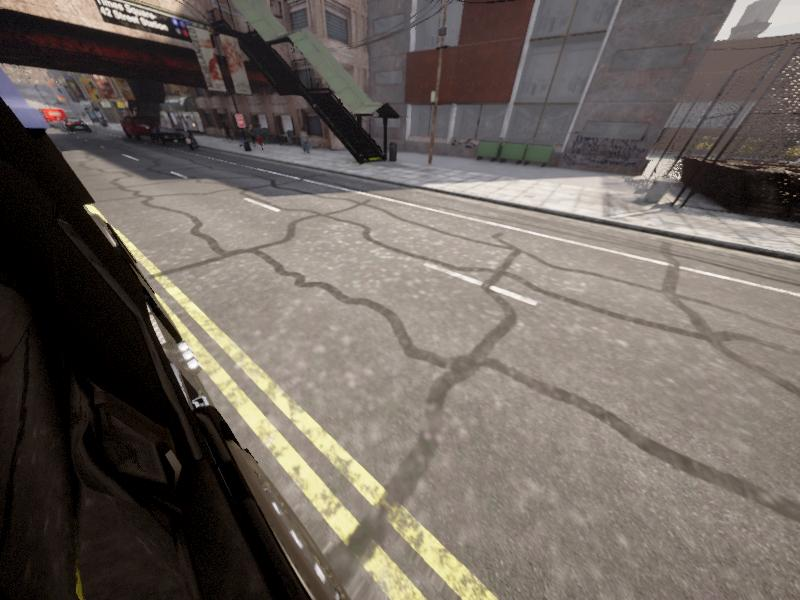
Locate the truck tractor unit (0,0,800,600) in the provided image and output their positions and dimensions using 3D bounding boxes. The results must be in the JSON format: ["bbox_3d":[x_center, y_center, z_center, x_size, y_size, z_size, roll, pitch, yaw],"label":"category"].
[{"bbox_3d":[-2.645,-0.295,0.351,6.516,4.208,3.053,28,44,30],"label":"truck tractor unit"}]

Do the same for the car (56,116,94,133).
[{"bbox_3d":[-44.296,-23.884,31.438,4.974,1.542,2.038,25,42,27],"label":"car"}]

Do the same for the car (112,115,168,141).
[{"bbox_3d":[-28.628,-18.975,25.472,5.566,2.045,2.435,25,42,27],"label":"car"}]

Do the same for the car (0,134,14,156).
[{"bbox_3d":[-25.058,-9.592,13.483,5.238,1.638,1.930,26,42,27],"label":"car"}]

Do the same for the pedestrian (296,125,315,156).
[{"bbox_3d":[-7.139,-12.020,17.431,0.751,1.860,0.751,-28,47,-35],"label":"pedestrian"}]

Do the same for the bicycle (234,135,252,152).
[{"bbox_3d":[-12.457,-12.441,18.364,1.643,1.024,0.373,25,32,27],"label":"bicycle"}]

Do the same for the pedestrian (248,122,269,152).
[{"bbox_3d":[-11.355,-13.109,18.611,0.751,1.860,0.751,31,45,33],"label":"pedestrian"}]

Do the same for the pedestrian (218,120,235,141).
[{"bbox_3d":[-19.729,-19.258,26.289,0.751,1.860,0.751,20,40,21],"label":"pedestrian"}]

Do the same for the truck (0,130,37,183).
[{"bbox_3d":[-17.374,-6.148,9.039,6.274,2.098,2.390,25,42,27],"label":"truck"}]

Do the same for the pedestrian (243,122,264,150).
[{"bbox_3d":[-12.406,-13.889,19.586,0.751,1.860,0.751,29,44,31],"label":"pedestrian"}]

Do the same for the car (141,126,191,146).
[{"bbox_3d":[-22.660,-15.894,22.353,4.718,1.301,1.895,25,42,27],"label":"car"}]

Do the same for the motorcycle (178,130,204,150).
[{"bbox_3d":[-17.409,-13.381,19.320,0.764,1.277,2.356,-13,40,-20],"label":"motorcycle"}]

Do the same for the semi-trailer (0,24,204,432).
[{"bbox_3d":[-8.852,-3.497,4.068,14.254,4.402,2.717,26,43,28],"label":"semi-trailer"}]
